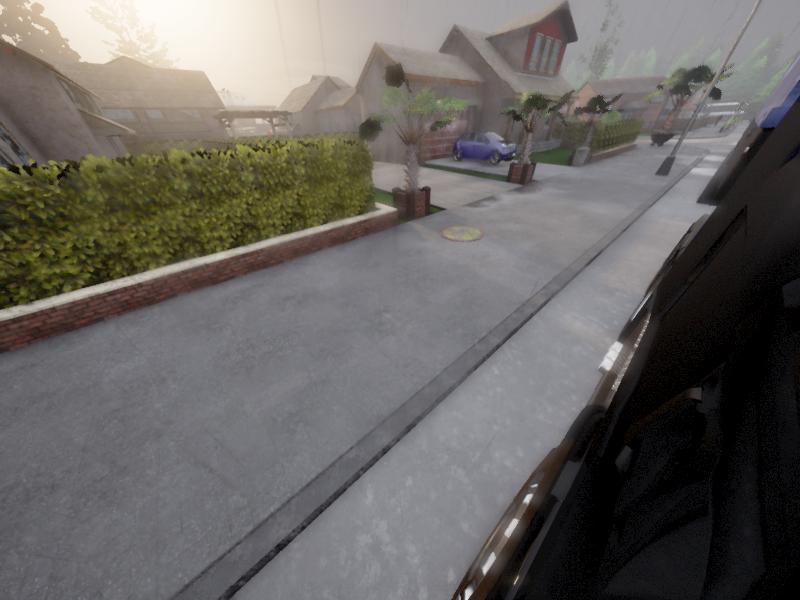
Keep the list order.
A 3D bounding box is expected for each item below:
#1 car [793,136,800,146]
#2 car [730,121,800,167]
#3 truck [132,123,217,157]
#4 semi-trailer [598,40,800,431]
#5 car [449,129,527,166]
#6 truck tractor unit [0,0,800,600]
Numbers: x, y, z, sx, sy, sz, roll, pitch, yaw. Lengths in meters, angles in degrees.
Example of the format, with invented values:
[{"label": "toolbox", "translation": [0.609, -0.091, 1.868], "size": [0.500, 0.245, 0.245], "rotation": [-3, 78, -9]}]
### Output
[{"label": "car", "translation": [28.990, -10.896, 14.885], "size": [2.097, 1.767, 4.553], "rotation": [23, 44, 30]}, {"label": "car", "translation": [19.650, -8.318, 12.155], "size": [5.238, 1.638, 1.930], "rotation": [-28, 44, -30]}, {"label": "truck", "translation": [-34.833, -25.166, 36.259], "size": [8.468, 3.827, 2.891], "rotation": [-28, 44, -30]}, {"label": "semi-trailer", "translation": [8.693, -3.610, 4.231], "size": [14.254, 4.402, 2.717], "rotation": [-28, 44, -30]}, {"label": "car", "translation": [4.976, -8.959, 13.507], "size": [1.845, 1.501, 3.633], "rotation": [-30, 45, -32]}, {"label": "truck tractor unit", "translation": [2.645, -0.295, 0.351], "size": [6.516, 4.208, 3.053], "rotation": [-28, 44, -30]}]
